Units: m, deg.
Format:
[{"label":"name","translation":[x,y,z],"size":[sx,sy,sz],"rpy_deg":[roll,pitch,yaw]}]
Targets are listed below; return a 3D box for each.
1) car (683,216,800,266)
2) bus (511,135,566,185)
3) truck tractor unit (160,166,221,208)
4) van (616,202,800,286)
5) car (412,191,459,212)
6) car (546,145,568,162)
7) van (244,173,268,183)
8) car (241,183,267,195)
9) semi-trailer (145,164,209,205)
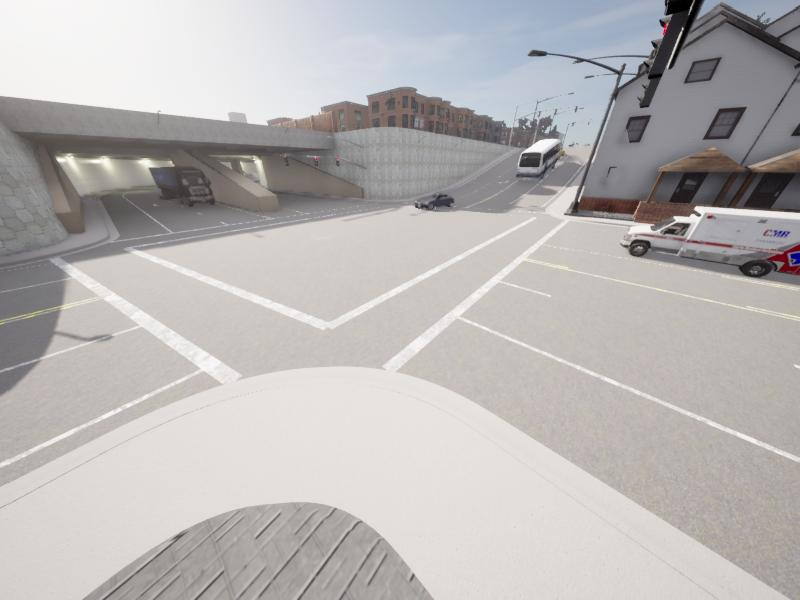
[{"label":"car","translation":[18.599,-3.250,12.332],"size":[3.988,1.617,1.851],"rpy_deg":[24,38,35]},{"label":"bus","translation":[21.842,-22.115,36.340],"size":[3.944,4.253,10.273],"rpy_deg":[24,51,34]},{"label":"truck tractor unit","translation":[-25.511,-13.893,28.147],"size":[6.516,4.208,3.053],"rpy_deg":[22,37,34]},{"label":"van","translation":[14.908,-2.901,10.908],"size":[6.366,2.431,2.351],"rpy_deg":[24,38,35]},{"label":"car","translation":[4.039,-11.167,26.060],"size":[5.027,1.651,2.152],"rpy_deg":[-22,37,-33]},{"label":"car","translation":[28.967,-27.085,42.659],"size":[1.801,1.575,5.366],"rpy_deg":[24,51,34]},{"label":"van","translation":[-43.315,-36.814,69.647],"size":[2.351,2.431,6.366],"rpy_deg":[3,30,6]},{"label":"car","translation":[-25.903,-19.746,40.985],"size":[4.514,1.525,2.007],"rpy_deg":[23,37,34]},{"label":"semi-trailer","translation":[-31.599,-16.505,32.479],"size":[14.254,4.402,2.717],"rpy_deg":[23,37,34]}]
